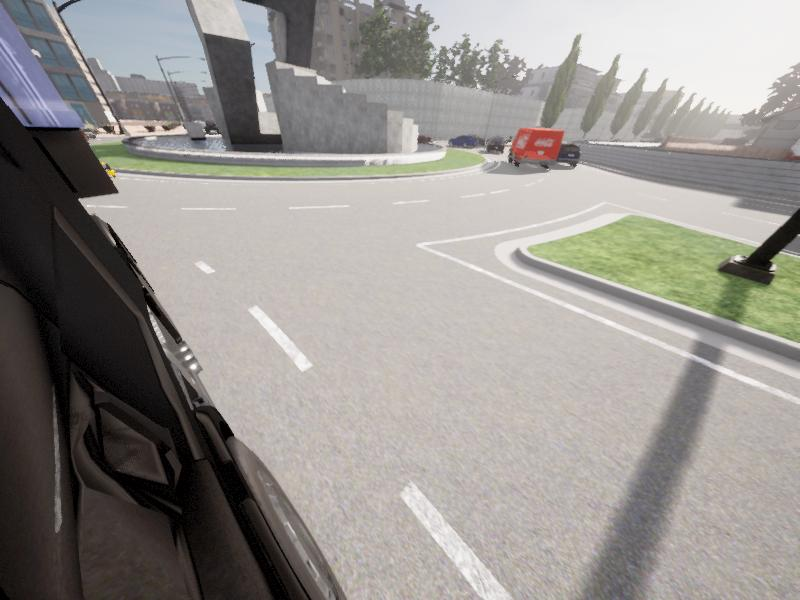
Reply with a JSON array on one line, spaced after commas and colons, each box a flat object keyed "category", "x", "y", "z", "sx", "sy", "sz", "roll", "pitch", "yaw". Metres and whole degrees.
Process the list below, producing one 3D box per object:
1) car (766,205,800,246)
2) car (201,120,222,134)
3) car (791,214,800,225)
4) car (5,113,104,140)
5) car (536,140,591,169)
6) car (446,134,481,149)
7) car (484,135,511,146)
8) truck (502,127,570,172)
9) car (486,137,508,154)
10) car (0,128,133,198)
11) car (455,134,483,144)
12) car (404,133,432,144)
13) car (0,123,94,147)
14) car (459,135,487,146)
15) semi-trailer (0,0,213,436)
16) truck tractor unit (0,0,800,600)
[{"category": "car", "x": 12.507, "y": -1.218, "z": 4.965, "sx": 1.895, "sy": 1.301, "sz": 4.718, "roll": -14, "pitch": 40, "yaw": -20}, {"category": "car", "x": -32.726, "y": -30.154, "z": 40.216, "sx": 1.905, "sy": 1.878, "sz": 3.866, "roll": -16, "pitch": 41, "yaw": -23}, {"category": "car", "x": 15.691, "y": -2.105, "z": 6.057, "sx": 1.930, "sy": 1.638, "sz": 5.238, "roll": -14, "pitch": 40, "yaw": -20}, {"category": "car", "x": -32.499, "y": -16.514, "z": 22.067, "sx": 1.932, "sy": 1.855, "sz": 4.605, "roll": 10, "pitch": 37, "yaw": 10}, {"category": "car", "x": 14.043, "y": -12.832, "z": 20.260, "sx": 2.033, "sy": 1.649, "sz": 4.856, "roll": 7, "pitch": 37, "yaw": 6}, {"category": "car", "x": 9.599, "y": -24.220, "z": 35.233, "sx": 1.882, "sy": 1.535, "sz": 5.008, "roll": -21, "pitch": 43, "yaw": -28}, {"category": "car", "x": 18.771, "y": -30.678, "z": 44.412, "sx": 4.974, "sy": 1.542, "sz": 2.038, "roll": -21, "pitch": 43, "yaw": -28}, {"category": "truck", "x": 10.328, "y": -12.021, "z": 18.264, "sx": 2.627, "sy": 2.467, "sz": 5.204, "roll": 6, "pitch": 38, "yaw": 5}, {"category": "car", "x": 12.458, "y": -20.180, "z": 30.036, "sx": 2.038, "sy": 1.542, "sz": 4.974, "roll": 11, "pitch": 38, "yaw": 10}, {"category": "car", "x": -12.769, "y": -4.879, "z": 8.034, "sx": 5.366, "sy": 1.575, "sz": 1.801, "roll": 12, "pitch": 38, "yaw": 12}, {"category": "car", "x": 13.394, "y": -31.223, "z": 44.800, "sx": 4.974, "sy": 1.542, "sz": 2.038, "roll": -21, "pitch": 43, "yaw": -27}, {"category": "car", "x": 3.140, "y": -28.802, "z": 41.138, "sx": 4.718, "sy": 1.301, "sz": 1.895, "roll": -3, "pitch": 37, "yaw": -7}, {"category": "car", "x": -27.316, "y": -12.986, "z": 18.110, "sx": 1.994, "sy": 1.385, "sz": 4.181, "roll": -8, "pitch": 38, "yaw": -14}, {"category": "car", "x": 13.019, "y": -28.567, "z": 41.315, "sx": 4.674, "sy": 1.442, "sz": 1.812, "roll": -20, "pitch": 42, "yaw": -27}, {"category": "semi-trailer", "x": -9.550, "y": -2.826, "z": 3.134, "sx": 14.254, "sy": 4.402, "sz": 2.717, "roll": 17, "pitch": 39, "yaw": 18}, {"category": "truck tractor unit", "x": -2.645, "y": -0.295, "z": 0.351, "sx": 6.516, "sy": 4.208, "sz": 3.053, "roll": 28, "pitch": 44, "yaw": 30}]
